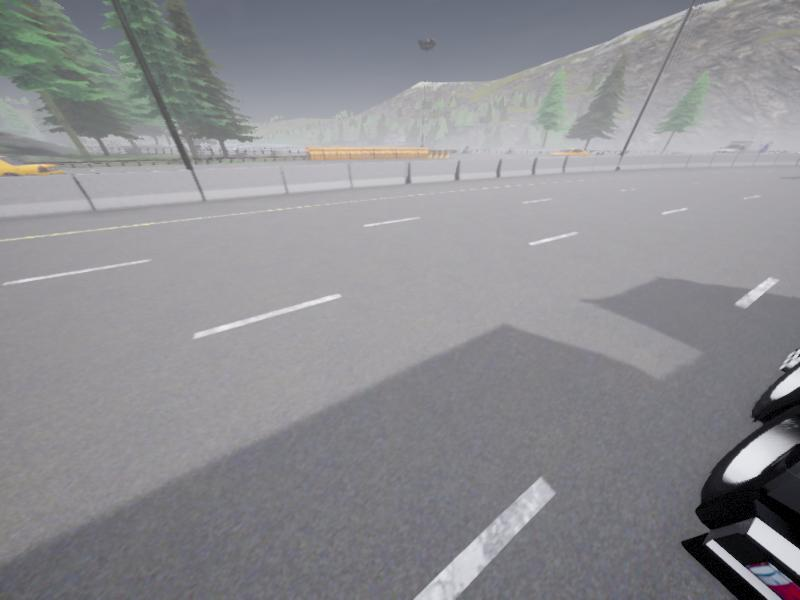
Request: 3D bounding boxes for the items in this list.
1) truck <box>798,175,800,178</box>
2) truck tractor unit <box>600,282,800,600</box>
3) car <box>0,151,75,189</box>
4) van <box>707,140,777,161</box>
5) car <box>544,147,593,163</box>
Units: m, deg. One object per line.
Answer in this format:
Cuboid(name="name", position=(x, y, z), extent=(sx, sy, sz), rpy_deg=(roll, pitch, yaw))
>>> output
Cuboid(name="truck", position=(34.002, -10.062, 16.958), extent=(6.274, 2.098, 2.390), rpy_deg=(-9, 36, -13))
Cuboid(name="truck tractor unit", position=(5.142, -0.267, 0.747), extent=(6.516, 4.208, 3.053), rpy_deg=(-17, 38, -23))
Cuboid(name="car", position=(-21.750, -6.682, 11.951), extent=(5.366, 1.575, 1.801), rpy_deg=(-19, 39, -25))
Cuboid(name="van", position=(50.464, -22.186, 34.230), extent=(6.366, 2.431, 2.351), rpy_deg=(-4, 35, -7))
Cuboid(name="car", position=(21.059, -18.139, 28.881), extent=(5.008, 1.535, 1.882), rpy_deg=(-10, 36, -15))
